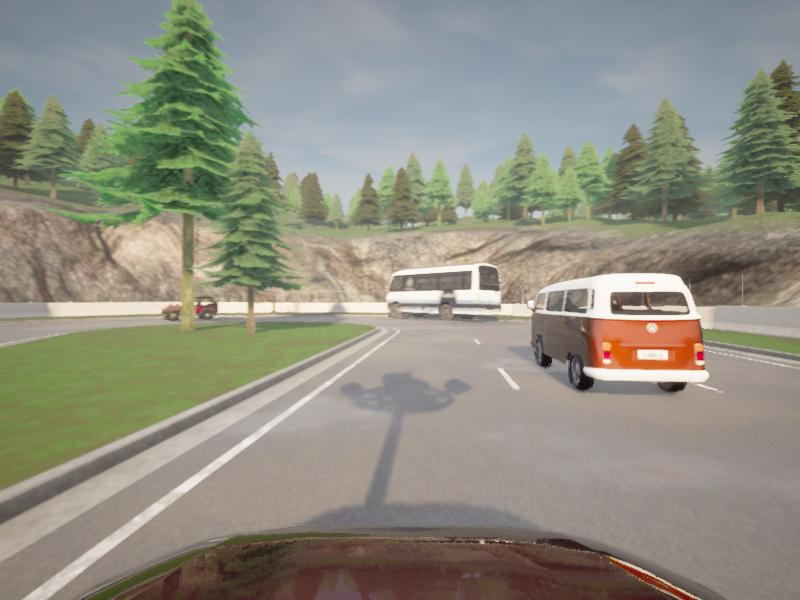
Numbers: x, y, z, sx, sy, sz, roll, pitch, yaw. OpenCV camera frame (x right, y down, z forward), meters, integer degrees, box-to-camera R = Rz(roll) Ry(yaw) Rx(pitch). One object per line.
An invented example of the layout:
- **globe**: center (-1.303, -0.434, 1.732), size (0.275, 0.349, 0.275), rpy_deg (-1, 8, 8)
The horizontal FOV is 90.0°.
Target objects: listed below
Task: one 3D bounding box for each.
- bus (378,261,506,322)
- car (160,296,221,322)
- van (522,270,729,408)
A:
- **bus**: center (3.045, -0.522, 32.728), size (3.944, 4.253, 10.273), rpy_deg (2, -1, -43)
- **car**: center (-15.889, 0.635, 30.416), size (3.866, 1.878, 1.905), rpy_deg (0, 0, -36)
- **van**: center (4.045, 0.579, 8.245), size (2.069, 2.038, 4.480), rpy_deg (0, 0, 5)
